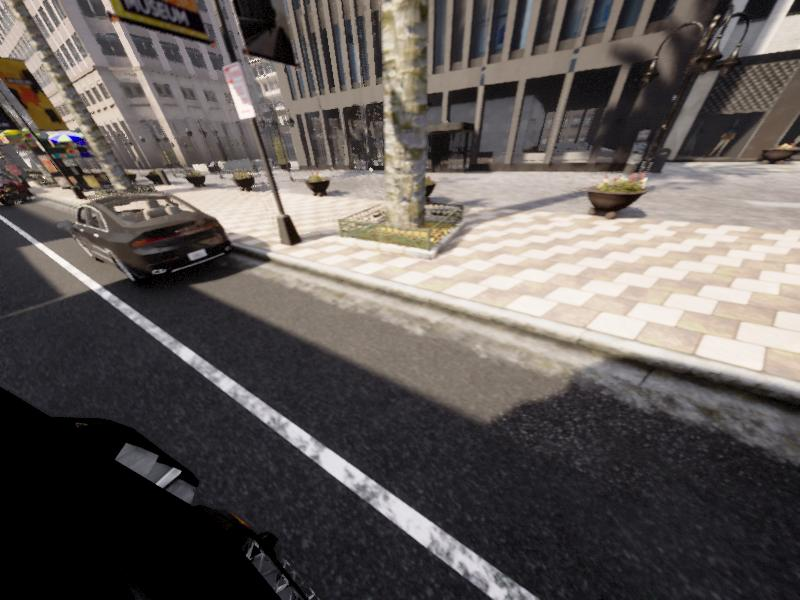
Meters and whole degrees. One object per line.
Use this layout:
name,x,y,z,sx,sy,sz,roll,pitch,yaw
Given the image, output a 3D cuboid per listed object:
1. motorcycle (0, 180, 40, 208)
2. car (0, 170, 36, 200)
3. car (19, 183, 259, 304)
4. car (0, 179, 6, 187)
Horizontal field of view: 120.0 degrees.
motorcycle,-25.366,-6.950,15.060,0.764,1.277,2.356,-20,37,-23
car,-31.685,-9.071,18.187,4.553,1.767,2.185,16,38,26
car,-6.199,-1.730,5.559,4.892,1.521,2.231,16,38,26
car,-50.579,-14.504,27.979,4.792,1.488,2.163,16,38,26
